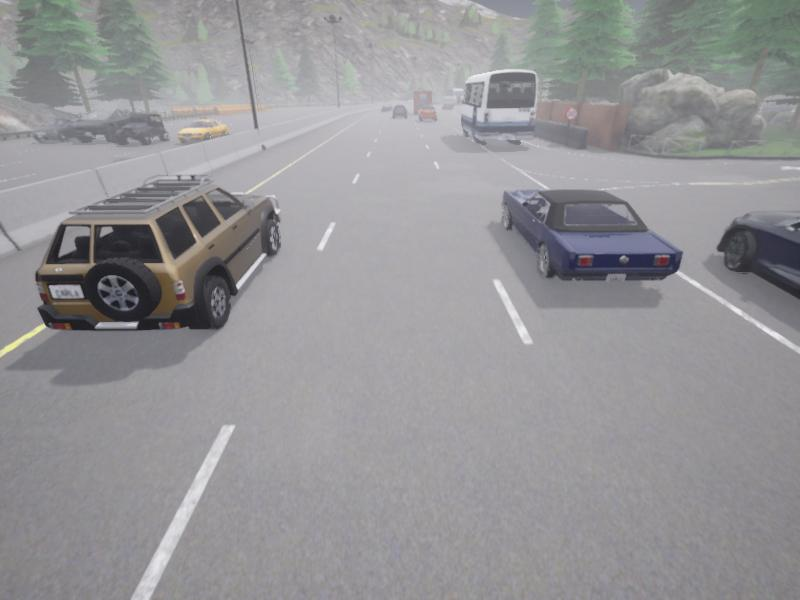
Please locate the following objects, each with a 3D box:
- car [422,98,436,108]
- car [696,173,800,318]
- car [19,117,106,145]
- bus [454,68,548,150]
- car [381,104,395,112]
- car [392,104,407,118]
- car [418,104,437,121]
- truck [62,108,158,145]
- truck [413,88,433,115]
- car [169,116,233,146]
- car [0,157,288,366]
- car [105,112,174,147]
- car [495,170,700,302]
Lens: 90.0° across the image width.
[{"bbox_3d":[7.075,-47.966,97.243,2.150,2.045,5.566,9,29,17],"label":"car"},{"bbox_3d":[7.094,-0.559,5.843,2.033,1.649,4.856,1,28,4],"label":"car"},{"bbox_3d":[-24.518,-12.491,29.360,2.128,1.511,4.902,0,27,0],"label":"car"},{"bbox_3d":[6.400,-13.388,27.854,3.944,4.253,10.273,-1,28,1],"label":"bus"},{"bbox_3d":[-2.165,-35.958,74.857,1.895,1.301,4.718,4,28,7],"label":"car"},{"bbox_3d":[0.023,-27.259,57.628,2.033,1.649,4.856,0,27,1],"label":"car"},{"bbox_3d":[3.469,-23.835,50.785,2.097,1.767,4.553,0,27,0],"label":"car"},{"bbox_3d":[-21.020,-12.931,29.541,2.390,2.098,6.274,0,27,0],"label":"truck"},{"bbox_3d":[3.905,-32.945,66.213,2.891,3.827,8.468,2,27,4],"label":"truck"},{"bbox_3d":[-14.020,-12.180,28.591,1.801,1.575,5.366,0,27,0],"label":"car"},{"bbox_3d":[-3.504,-1.057,6.624,1.932,1.855,4.605,0,27,0],"label":"car"},{"bbox_3d":[-17.520,-11.638,27.230,1.905,1.878,3.866,0,27,0],"label":"car"},{"bbox_3d":[3.493,-1.630,8.307,1.895,1.301,4.718,0,27,0],"label":"car"}]
